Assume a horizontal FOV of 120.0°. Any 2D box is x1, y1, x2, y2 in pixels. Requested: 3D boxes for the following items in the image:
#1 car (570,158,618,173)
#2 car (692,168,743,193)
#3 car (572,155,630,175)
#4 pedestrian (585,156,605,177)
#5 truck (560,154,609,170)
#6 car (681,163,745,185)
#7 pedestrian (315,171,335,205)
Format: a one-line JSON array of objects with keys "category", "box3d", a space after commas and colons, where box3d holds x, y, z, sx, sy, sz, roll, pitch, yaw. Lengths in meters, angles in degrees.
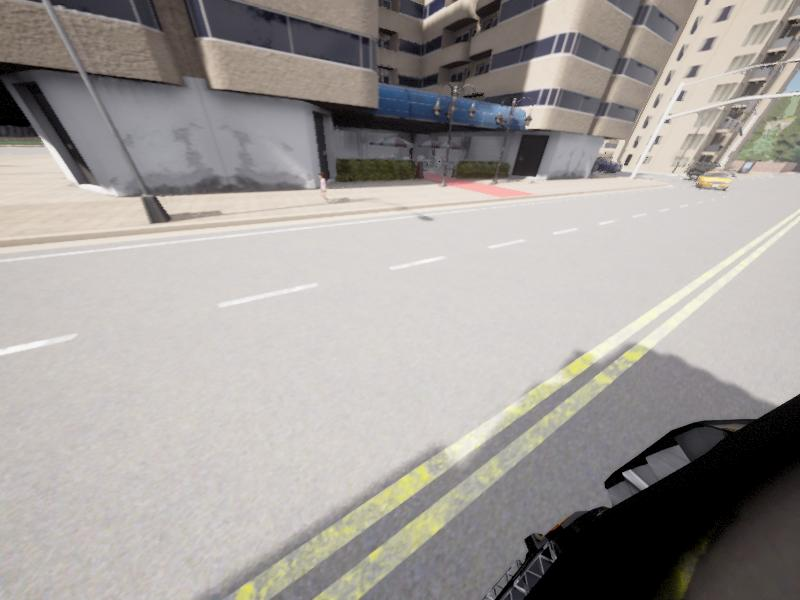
[{"category": "car", "box3d": [30.372, -21.181, 36.317, 1.930, 1.638, 5.238, -16, 38, -26]}, {"category": "car", "box3d": [28.406, -10.888, 20.854, 5.366, 1.575, 1.801, -27, 44, -37]}, {"category": "car", "box3d": [28.489, -19.358, 33.089, 2.150, 2.045, 5.566, -17, 39, -27]}, {"category": "pedestrian", "box3d": [20.932, -14.321, 24.856, 0.751, 1.860, 0.751, 12, 35, 14]}, {"category": "truck", "box3d": [33.861, -25.557, 42.699, 2.390, 2.098, 6.274, -16, 38, -26]}, {"category": "car", "box3d": [36.806, -14.983, 27.313, 1.905, 1.878, 3.866, -16, 38, -26]}, {"category": "pedestrian", "box3d": [-2.823, -4.236, 8.726, 0.500, 1.100, 0.500, -15, 38, -25]}]
